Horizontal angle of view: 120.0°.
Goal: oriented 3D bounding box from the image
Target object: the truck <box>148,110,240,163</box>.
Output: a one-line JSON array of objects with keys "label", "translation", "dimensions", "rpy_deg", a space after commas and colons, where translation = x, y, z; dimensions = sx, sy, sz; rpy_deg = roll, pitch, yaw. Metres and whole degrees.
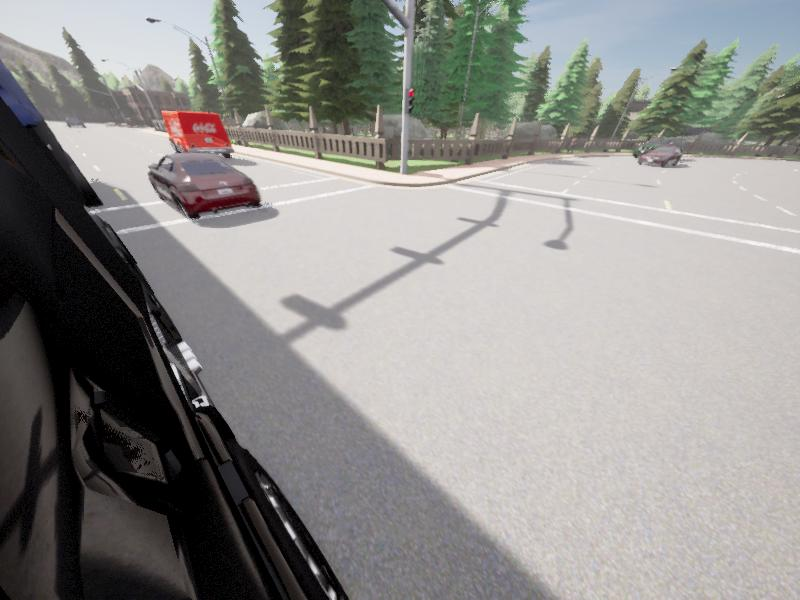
[{"label": "truck", "translation": [-13.574, -10.867, 15.279], "dimensions": [5.204, 2.467, 2.627], "rpy_deg": [28, 44, 30]}]

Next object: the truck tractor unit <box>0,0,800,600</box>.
[{"label": "truck tractor unit", "translation": [-2.645, -0.295, 0.351], "dimensions": [6.516, 4.208, 3.053], "rpy_deg": [28, 44, 30]}]

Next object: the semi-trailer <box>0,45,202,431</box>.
[{"label": "semi-trailer", "translation": [-8.726, -3.561, 4.236], "dimensions": [14.254, 4.402, 2.717], "rpy_deg": [28, 44, 30]}]

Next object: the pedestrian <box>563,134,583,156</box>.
[{"label": "pedestrian", "translation": [18.085, -16.234, 24.171], "dimensions": [0.751, 1.860, 0.751], "rpy_deg": [-13, 40, -19]}]

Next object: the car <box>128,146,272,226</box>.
[{"label": "car", "translation": [-6.195, -3.741, 7.152], "dimensions": [4.181, 1.385, 1.994], "rpy_deg": [28, 44, 30]}]

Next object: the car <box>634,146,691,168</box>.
[{"label": "car", "translation": [23.144, -12.675, 20.367], "dimensions": [4.674, 1.442, 1.812], "rpy_deg": [-19, 42, -26]}]

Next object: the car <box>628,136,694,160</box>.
[{"label": "car", "translation": [29.226, -17.002, 25.916], "dimensions": [5.566, 2.045, 2.150], "rpy_deg": [-11, 39, -17]}]
